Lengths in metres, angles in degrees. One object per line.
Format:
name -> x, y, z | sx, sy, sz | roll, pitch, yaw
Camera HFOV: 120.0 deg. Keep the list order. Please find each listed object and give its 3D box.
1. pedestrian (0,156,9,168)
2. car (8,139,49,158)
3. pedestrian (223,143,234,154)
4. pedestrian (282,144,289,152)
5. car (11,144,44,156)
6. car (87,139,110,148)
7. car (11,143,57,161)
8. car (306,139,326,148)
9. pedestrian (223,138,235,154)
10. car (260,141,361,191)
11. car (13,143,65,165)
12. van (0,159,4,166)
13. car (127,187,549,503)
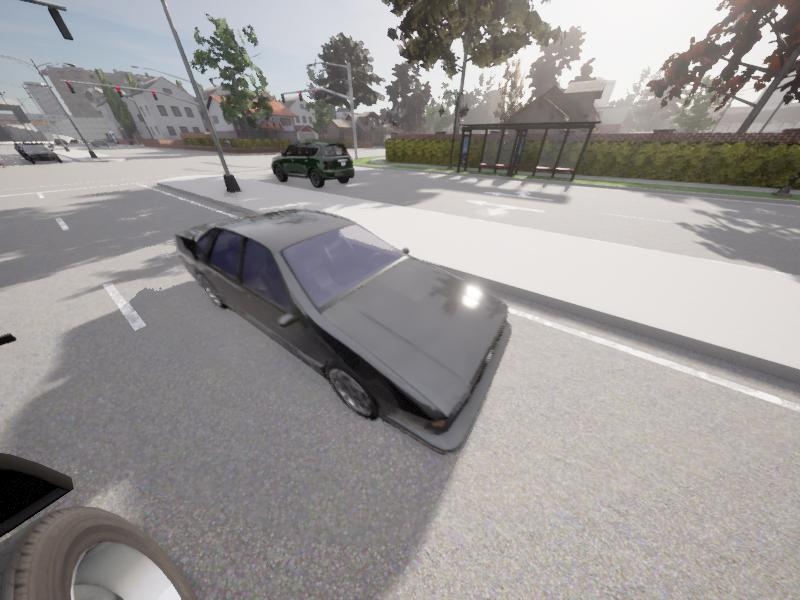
pedestrian -> -33.628, -11.895, 18.911 | 0.751, 1.860, 0.751 | 29, 44, 35
car -> -46.974, -19.190, 29.192 | 3.866, 1.878, 1.905 | 22, 41, 28
pedestrian -> -25.515, -22.603, 34.405 | 0.751, 1.300, 0.751 | 22, 41, 28
pedestrian -> -18.950, -25.119, 38.196 | 0.500, 1.100, 0.500 | 22, 40, 27
car -> -52.348, -21.133, 32.428 | 4.718, 1.301, 1.895 | 22, 41, 28
car -> -71.411, -37.105, 54.687 | 5.027, 1.651, 2.152 | 22, 41, 28
car -> -41.752, -16.900, 26.332 | 4.792, 1.488, 2.163 | 22, 41, 28
car -> -18.301, -34.306, 50.615 | 3.806, 1.475, 1.970 | 22, 41, 28
pedestrian -> -24.854, -22.383, 33.608 | 0.751, 1.860, 0.751 | -29, 45, -35
car -> -5.125, -7.863, 13.265 | 5.566, 2.045, 2.150 | 22, 41, 28
car -> -35.941, -14.626, 23.005 | 5.238, 1.638, 1.930 | 22, 40, 27
van -> -38.045, -13.161, 20.563 | 4.480, 2.038, 2.069 | 22, 41, 28
car -> -1.295, -0.410, 3.278 | 5.357, 1.411, 2.033 | 22, 41, 28
